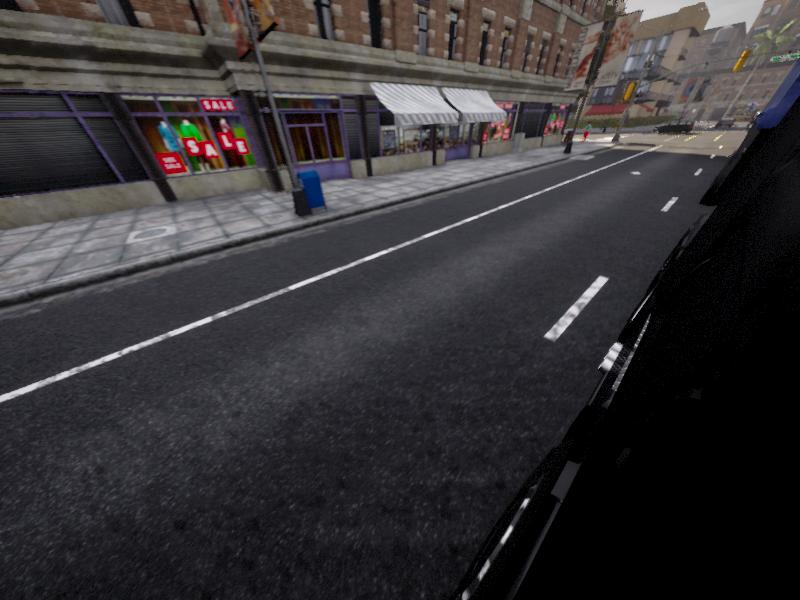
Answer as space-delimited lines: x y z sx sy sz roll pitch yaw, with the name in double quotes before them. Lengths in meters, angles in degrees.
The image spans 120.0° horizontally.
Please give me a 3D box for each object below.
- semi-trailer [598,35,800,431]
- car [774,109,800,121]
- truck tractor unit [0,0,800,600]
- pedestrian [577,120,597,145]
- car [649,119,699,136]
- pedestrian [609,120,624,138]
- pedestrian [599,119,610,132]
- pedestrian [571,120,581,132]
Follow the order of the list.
"semi-trailer" 8.721 -3.588 4.209 14.254 4.402 2.717 -28 43 -29
"car" 91.282 -42.478 52.930 2.150 2.045 5.566 -28 43 -30
"truck tractor unit" 2.645 -0.295 0.351 6.516 4.208 3.053 -28 44 -30
"pedestrian" 18.135 -16.258 22.450 0.751 1.860 0.751 -29 44 -30
"car" 35.850 -22.587 30.315 1.789 1.549 3.705 -28 43 -30
"pedestrian" 28.603 -22.568 30.483 0.751 1.860 0.751 20 42 28
"pedestrian" 36.469 -31.166 41.253 0.751 1.860 0.751 -30 45 -32
"pedestrian" 35.452 -35.055 46.546 0.751 1.860 0.751 -29 44 -31
